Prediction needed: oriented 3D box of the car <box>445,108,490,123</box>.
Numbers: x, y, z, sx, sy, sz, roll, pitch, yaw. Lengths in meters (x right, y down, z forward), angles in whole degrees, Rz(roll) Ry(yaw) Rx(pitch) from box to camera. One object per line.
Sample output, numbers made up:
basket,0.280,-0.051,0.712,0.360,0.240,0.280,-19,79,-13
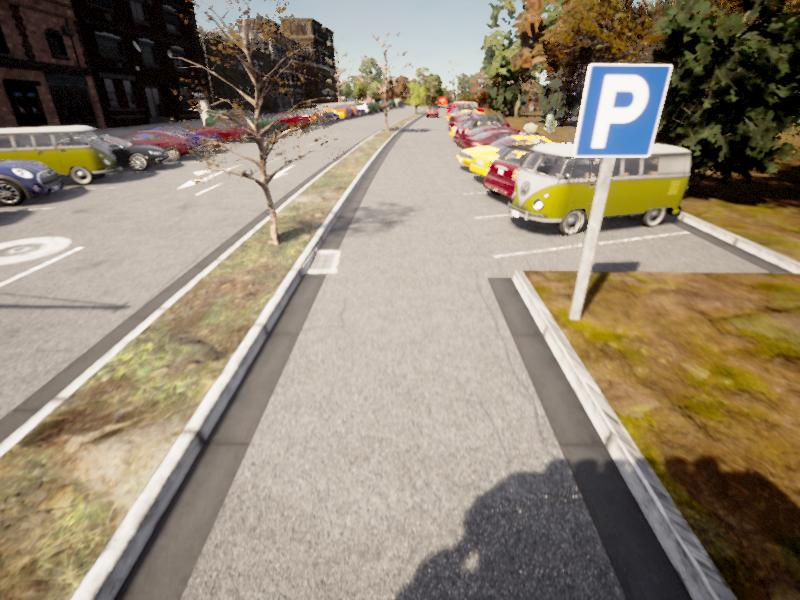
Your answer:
car,8.337,-22.947,49.730,4.892,1.521,2.231,-5,28,-12

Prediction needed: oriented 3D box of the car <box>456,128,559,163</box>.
car,5.544,-8.096,20.860,4.674,1.452,2.002,-7,28,-15

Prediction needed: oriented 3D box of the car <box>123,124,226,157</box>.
car,-12.647,-9.172,22.872,4.674,1.452,2.002,-9,28,-15

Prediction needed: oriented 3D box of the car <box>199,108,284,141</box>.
car,-12.016,-13.559,30.799,5.566,2.045,2.435,-8,28,-14

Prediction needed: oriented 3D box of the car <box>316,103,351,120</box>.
car,-9.181,-25.867,54.886,4.442,1.987,1.878,-7,27,-11

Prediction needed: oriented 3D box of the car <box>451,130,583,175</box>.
car,5.223,-6.760,18.154,5.366,1.575,1.946,-7,29,-15

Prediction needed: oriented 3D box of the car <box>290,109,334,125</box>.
car,-10.328,-21.553,46.965,4.892,1.521,2.231,-7,28,-12

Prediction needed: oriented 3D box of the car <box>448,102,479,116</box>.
car,10.398,-31.218,65.360,4.442,1.987,1.878,-5,28,-12

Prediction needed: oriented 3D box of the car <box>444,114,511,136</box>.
car,6.553,-14.875,33.985,5.008,1.535,2.097,-6,28,-14

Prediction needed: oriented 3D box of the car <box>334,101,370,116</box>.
car,-7.839,-31.317,65.471,5.566,2.045,2.435,-7,28,-11

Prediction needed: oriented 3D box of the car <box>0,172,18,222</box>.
car,-13.122,-2.361,9.473,5.366,1.575,1.946,-9,28,-16

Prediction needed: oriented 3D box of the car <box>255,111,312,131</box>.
car,-11.263,-17.444,38.937,5.008,1.535,2.097,-8,28,-13

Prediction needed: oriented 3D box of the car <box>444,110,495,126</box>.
car,7.677,-20.258,44.482,5.008,1.535,2.097,-6,28,-12

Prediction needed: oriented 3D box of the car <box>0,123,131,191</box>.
car,-12.985,-5.301,14.727,4.442,1.987,1.878,-9,28,-16

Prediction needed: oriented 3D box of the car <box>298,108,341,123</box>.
car,-10.011,-22.923,49.637,5.008,1.535,2.097,-7,27,-12

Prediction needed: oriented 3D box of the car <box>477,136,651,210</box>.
car,5.118,-4.189,12.879,4.553,1.767,2.185,-8,28,-16

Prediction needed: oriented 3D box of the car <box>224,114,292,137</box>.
car,-11.806,-14.703,33.585,5.008,1.535,2.097,-8,28,-14

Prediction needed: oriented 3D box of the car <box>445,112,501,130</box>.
car,7.120,-17.545,39.259,4.792,1.488,2.163,-6,28,-13

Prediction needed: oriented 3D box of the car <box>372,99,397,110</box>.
car,-3.680,-46.306,94.693,5.566,2.045,2.435,-7,28,-11

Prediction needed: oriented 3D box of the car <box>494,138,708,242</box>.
car,4.945,-2.915,10.173,4.442,1.987,1.878,-8,29,-16

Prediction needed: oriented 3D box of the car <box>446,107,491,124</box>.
car,7.980,-21.712,47.041,4.553,1.767,2.185,-6,28,-12

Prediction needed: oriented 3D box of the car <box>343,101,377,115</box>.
car,-7.095,-34.036,70.776,5.566,2.045,2.435,-7,28,-11

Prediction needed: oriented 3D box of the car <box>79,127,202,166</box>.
car,-12.807,-7.796,20.183,4.674,1.452,2.002,-9,28,-15

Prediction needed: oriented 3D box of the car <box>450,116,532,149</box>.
car,5.870,-10.939,26.038,4.553,1.767,2.185,-7,28,-15

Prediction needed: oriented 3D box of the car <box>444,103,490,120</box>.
car,9.076,-25.867,54.872,5.566,2.045,2.435,-5,28,-12

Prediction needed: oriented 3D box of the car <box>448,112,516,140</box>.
car,6.355,-13.639,31.304,4.553,1.767,2.185,-6,28,-14

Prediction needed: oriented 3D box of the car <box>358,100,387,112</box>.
car,-5.548,-39.489,81.416,5.566,2.045,2.435,-7,27,-11

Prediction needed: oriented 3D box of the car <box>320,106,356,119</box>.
car,-8.953,-26.983,57.629,4.792,1.488,2.163,-7,28,-11

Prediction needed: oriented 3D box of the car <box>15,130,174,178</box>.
car,-12.968,-6.456,17.483,4.892,1.521,2.231,-9,28,-15

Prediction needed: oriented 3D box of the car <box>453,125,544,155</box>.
car,5.710,-9.446,23.490,4.674,1.452,2.002,-7,28,-15

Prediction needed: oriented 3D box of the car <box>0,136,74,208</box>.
car,-13.236,-3.813,12.045,4.553,1.767,2.185,-9,28,-16

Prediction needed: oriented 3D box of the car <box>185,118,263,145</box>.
car,-12.255,-11.918,28.234,4.674,1.452,2.002,-8,28,-14

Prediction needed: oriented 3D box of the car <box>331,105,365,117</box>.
car,-8.186,-29.739,62.941,5.008,1.535,2.097,-7,27,-11

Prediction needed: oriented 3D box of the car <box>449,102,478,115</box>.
car,10.763,-32.566,67.990,4.442,1.987,1.878,-5,28,-12

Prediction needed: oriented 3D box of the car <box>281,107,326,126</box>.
car,-10.642,-20.297,44.234,4.553,1.767,2.185,-7,28,-12

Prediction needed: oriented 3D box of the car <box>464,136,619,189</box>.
car,5.442,-5.458,15.627,5.366,1.575,1.946,-7,28,-16

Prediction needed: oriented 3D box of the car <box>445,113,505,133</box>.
car,6.786,-16.188,36.611,4.792,1.488,2.163,-6,28,-13

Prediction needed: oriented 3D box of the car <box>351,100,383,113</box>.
car,-6.297,-36.768,76.106,5.566,2.045,2.435,-7,27,-11

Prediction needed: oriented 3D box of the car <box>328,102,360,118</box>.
car,-8.446,-28.594,60.208,4.442,1.987,1.878,-7,27,-11

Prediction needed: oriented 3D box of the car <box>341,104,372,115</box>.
car,-7.441,-32.459,68.248,5.008,1.535,2.097,-7,27,-11

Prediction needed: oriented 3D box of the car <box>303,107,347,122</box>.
car,-9.831,-24.265,52.256,5.366,1.575,1.946,-7,28,-12

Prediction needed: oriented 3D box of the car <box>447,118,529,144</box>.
car,6.280,-12.203,28.777,5.366,1.575,1.946,-7,28,-14

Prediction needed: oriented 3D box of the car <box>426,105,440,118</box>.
car,4.974,-28.583,60.638,1.851,1.617,3.988,3,27,6

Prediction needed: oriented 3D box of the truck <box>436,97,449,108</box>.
truck,11.025,-51.075,103.456,2.627,2.467,5.204,4,28,9
